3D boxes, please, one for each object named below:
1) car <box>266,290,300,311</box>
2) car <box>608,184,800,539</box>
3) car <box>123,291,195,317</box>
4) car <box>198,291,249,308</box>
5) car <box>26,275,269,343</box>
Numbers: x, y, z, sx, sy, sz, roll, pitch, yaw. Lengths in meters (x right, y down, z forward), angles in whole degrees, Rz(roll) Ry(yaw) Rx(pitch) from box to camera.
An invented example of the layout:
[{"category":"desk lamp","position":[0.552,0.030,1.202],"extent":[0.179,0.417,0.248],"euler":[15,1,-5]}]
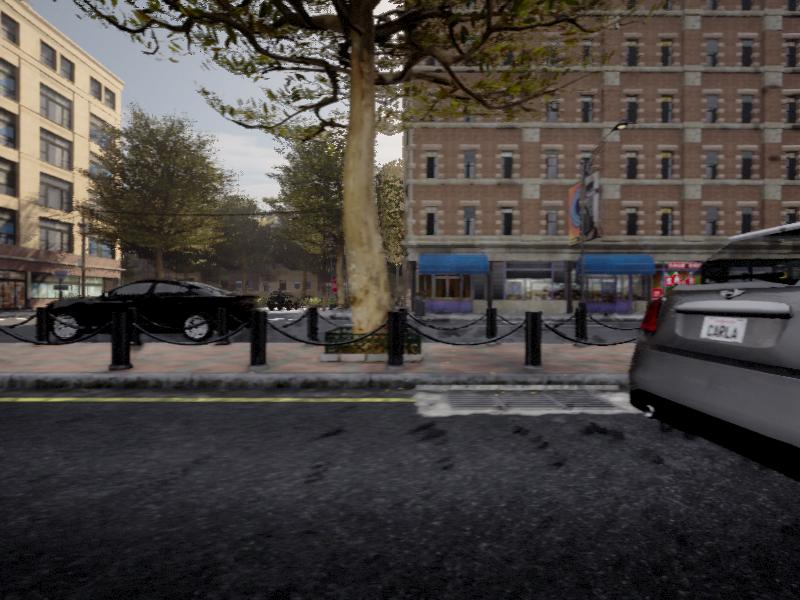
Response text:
[{"category":"car","position":[-11.264,0.034,38.830],"extent":[1.932,1.855,4.605],"euler":[0,0,-1]},{"category":"car","position":[3.563,0.257,2.208],"extent":[3.806,1.475,1.970],"euler":[0,0,0]},{"category":"car","position":[-14.648,0.231,24.636],"extent":[1.816,1.474,4.193],"euler":[0,0,2]},{"category":"car","position":[-22.721,-0.068,51.677],"extent":[5.566,2.045,2.150],"euler":[0,0,2]},{"category":"car","position":[-6.146,0.212,10.194],"extent":[5.008,1.535,1.882],"euler":[0,0,0]}]
